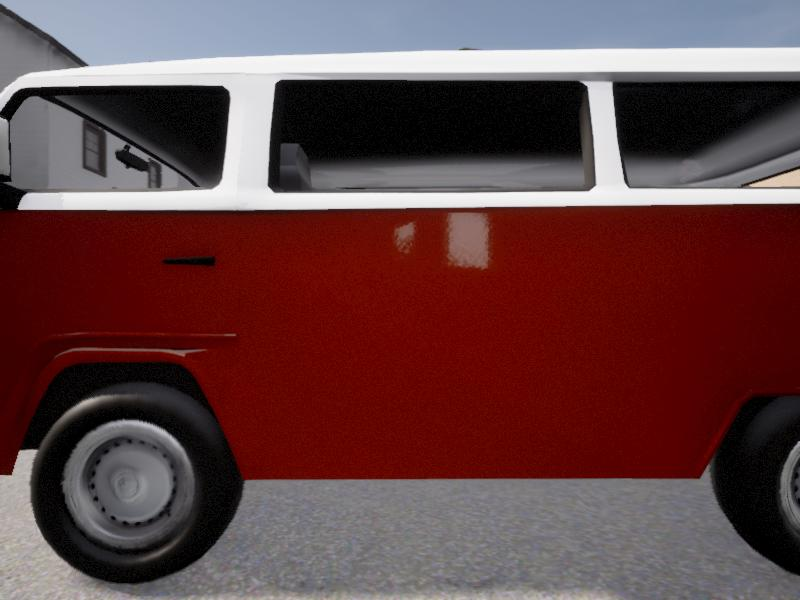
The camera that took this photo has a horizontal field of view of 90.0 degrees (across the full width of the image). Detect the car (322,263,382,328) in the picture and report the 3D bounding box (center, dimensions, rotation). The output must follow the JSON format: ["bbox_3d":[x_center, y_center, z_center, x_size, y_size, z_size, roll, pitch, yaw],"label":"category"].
[{"bbox_3d":[-1.810,-0.371,16.958,2.033,1.411,5.357,0,16,-2],"label":"car"}]

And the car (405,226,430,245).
[{"bbox_3d":[1.414,-5.468,33.775,1.816,1.474,4.193,0,11,0],"label":"car"}]

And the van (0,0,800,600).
[{"bbox_3d":[0.236,-0.031,2.193,4.480,2.038,2.069,0,0,0],"label":"van"}]
